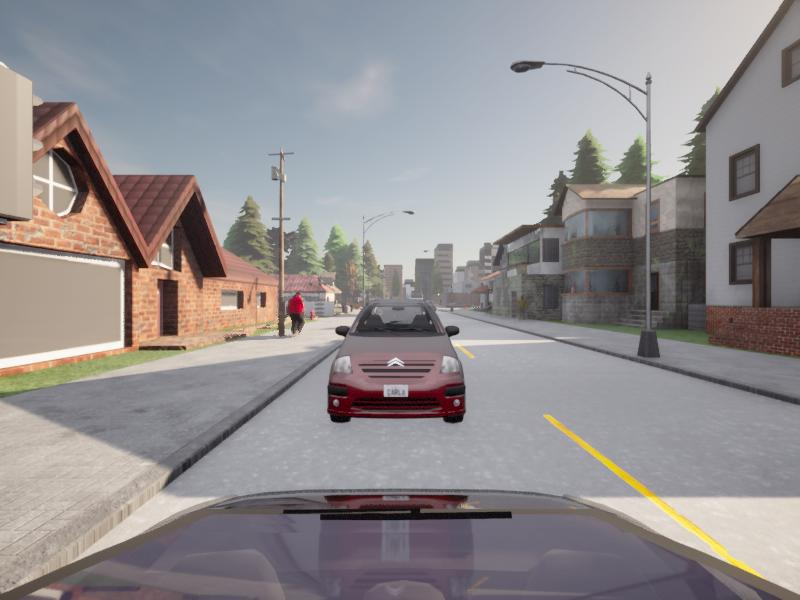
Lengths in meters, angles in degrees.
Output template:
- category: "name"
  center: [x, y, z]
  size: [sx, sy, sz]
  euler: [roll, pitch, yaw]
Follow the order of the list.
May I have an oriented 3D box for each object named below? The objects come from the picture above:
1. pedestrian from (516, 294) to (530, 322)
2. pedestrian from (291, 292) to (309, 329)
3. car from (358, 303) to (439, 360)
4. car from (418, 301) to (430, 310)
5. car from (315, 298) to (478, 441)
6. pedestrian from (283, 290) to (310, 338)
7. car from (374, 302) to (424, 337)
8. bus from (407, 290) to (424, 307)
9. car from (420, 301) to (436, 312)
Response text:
- category: "pedestrian"
  center: [8.270, 0.533, 26.956]
  size: [0.751, 1.860, 0.751]
  euler: [0, 0, 3]
- category: "pedestrian"
  center: [-5.132, 0.533, 20.514]
  size: [0.751, 1.860, 0.751]
  euler: [0, 0, -1]
- category: "car"
  center: [-0.034, 0.851, 13.091]
  size: [2.163, 1.488, 4.792]
  euler: [0, 0, 0]
- category: "car"
  center: [3.992, 0.854, 67.108]
  size: [1.816, 1.474, 4.193]
  euler: [0, 0, 0]
- category: "car"
  center: [-0.037, 0.788, 6.528]
  size: [1.851, 1.617, 3.988]
  euler: [0, 0, 0]
- category: "pedestrian"
  center: [-4.094, 0.533, 15.839]
  size: [0.751, 1.860, 0.751]
  euler: [0, 0, 20]
- category: "car"
  center: [-0.032, 0.851, 19.557]
  size: [2.163, 1.488, 4.792]
  euler: [0, 0, 0]
- category: "bus"
  center: [3.885, -0.319, 102.546]
  size: [3.944, 4.253, 10.273]
  euler: [0, 0, 0]
- category: "car"
  center: [3.987, 0.853, 56.716]
  size: [1.970, 1.475, 3.806]
  euler: [0, 0, 0]
